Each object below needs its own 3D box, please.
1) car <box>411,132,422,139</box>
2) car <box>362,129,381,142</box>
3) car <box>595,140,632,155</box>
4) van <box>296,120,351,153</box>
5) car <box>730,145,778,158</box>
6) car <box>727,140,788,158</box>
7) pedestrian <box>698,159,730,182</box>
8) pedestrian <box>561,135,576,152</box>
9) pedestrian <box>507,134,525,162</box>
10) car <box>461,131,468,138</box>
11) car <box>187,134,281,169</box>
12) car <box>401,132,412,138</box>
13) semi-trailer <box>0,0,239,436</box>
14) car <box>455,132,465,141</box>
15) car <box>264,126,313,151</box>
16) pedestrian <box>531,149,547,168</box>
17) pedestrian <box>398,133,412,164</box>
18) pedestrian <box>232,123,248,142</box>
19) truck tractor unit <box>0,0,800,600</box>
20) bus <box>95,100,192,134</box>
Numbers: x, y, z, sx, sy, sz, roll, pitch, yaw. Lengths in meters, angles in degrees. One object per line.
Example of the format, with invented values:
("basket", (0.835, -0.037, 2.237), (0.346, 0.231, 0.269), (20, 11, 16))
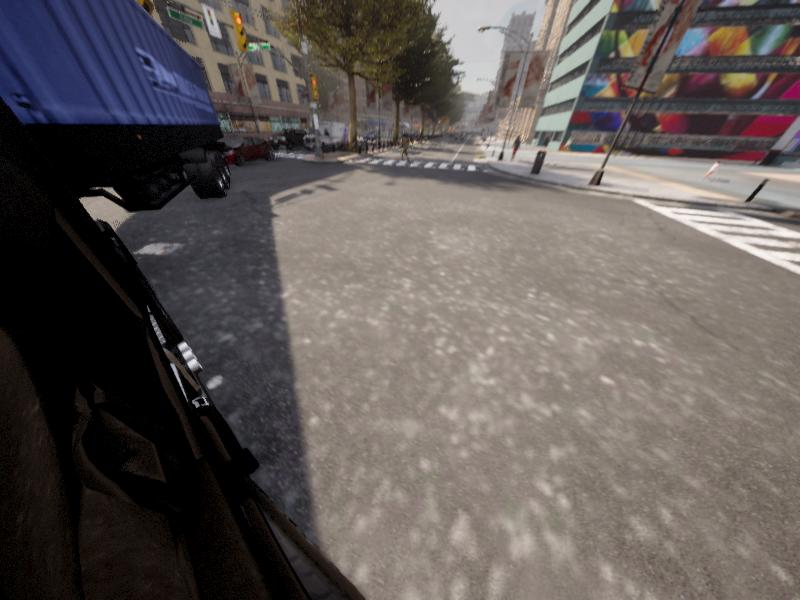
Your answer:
("car", (4.387, -43.946, 61.625), (1.812, 1.442, 4.674), (10, 37, 10))
("car", (-5.258, -30.438, 42.702), (2.097, 1.767, 4.553), (9, 37, 9))
("car", (31.604, -22.813, 34.400), (2.128, 1.511, 4.902), (10, 37, 10))
("van", (-7.538, -16.895, 23.874), (2.351, 2.431, 6.366), (10, 37, 10))
("car", (59.751, -25.218, 39.153), (2.007, 1.523, 4.514), (10, 37, 10))
("car", (59.748, -25.498, 38.874), (2.435, 2.045, 5.566), (10, 37, 10))
("pedestrian", (18.511, -7.674, 13.649), (0.500, 1.100, 0.500), (16, 39, 18))
("pedestrian", (23.206, -21.532, 31.860), (0.751, 1.860, 0.751), (0, 37, -2))
("pedestrian", (9.552, -12.550, 19.098), (0.751, 1.860, 0.751), (17, 39, 19))
("car", (23.614, -60.787, 84.726), (2.150, 2.045, 5.566), (10, 37, 10))
("car", (-10.172, -9.637, 14.788), (2.163, 1.488, 4.792), (6, 37, 5))
("car", (1.858, -46.475, 65.007), (1.895, 1.301, 4.718), (10, 37, 10))
("semi-trailer", (-6.735, -4.444, 5.530), (2.717, 4.402, 14.254), (-15, 40, -21))
("car", (14.796, -40.455, 57.113), (1.932, 1.855, 4.605), (10, 37, 10))
("car", (-11.230, -16.589, 23.736), (1.932, 1.855, 4.605), (10, 37, 11))
("pedestrian", (9.709, -9.885, 16.165), (0.500, 1.100, 0.500), (11, 37, 11))
("pedestrian", (0.371, -11.334, 17.249), (0.751, 1.860, 0.751), (16, 39, 17))
("pedestrian", (-19.899, -20.878, 28.765), (0.751, 1.860, 0.751), (12, 38, 13))
("truck tractor unit", (-2.645, -0.295, 0.352), (6.516, 4.208, 3.053), (28, 44, 30))
("bus", (-44.549, -32.192, 40.980), (3.944, 4.253, 10.273), (10, 37, 10))
